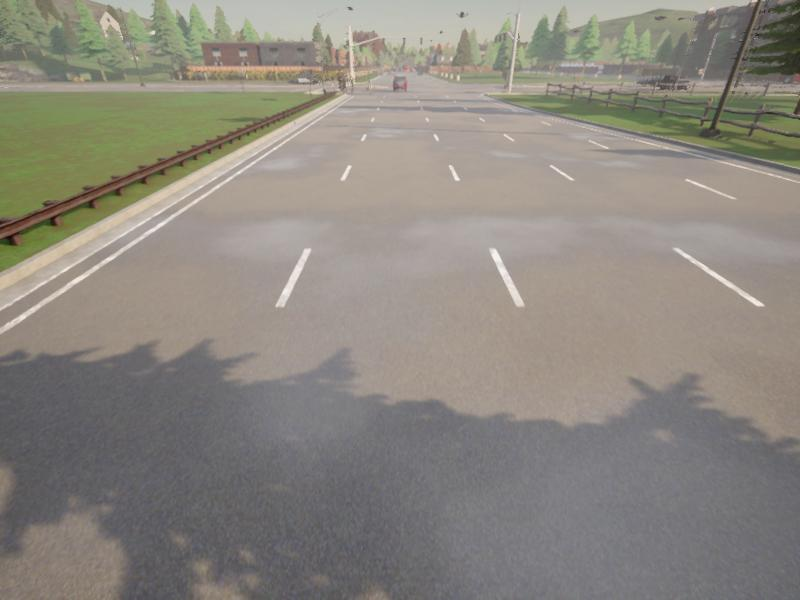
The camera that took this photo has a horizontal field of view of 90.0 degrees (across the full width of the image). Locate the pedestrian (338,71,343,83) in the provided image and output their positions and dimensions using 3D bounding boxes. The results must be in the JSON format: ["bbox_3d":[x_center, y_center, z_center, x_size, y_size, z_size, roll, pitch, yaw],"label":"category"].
[{"bbox_3d":[-11.182,-41.818,74.940,0.751,1.860,0.751,0,30,0],"label":"pedestrian"}]

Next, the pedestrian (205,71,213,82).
[{"bbox_3d":[-37.507,-43.990,78.690,0.751,1.860,0.751,1,30,1],"label":"pedestrian"}]

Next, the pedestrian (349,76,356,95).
[{"bbox_3d":[-5.552,-25.131,46.881,0.751,1.860,0.751,-2,30,-4],"label":"pedestrian"}]

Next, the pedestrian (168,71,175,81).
[{"bbox_3d":[-47.738,-46.818,83.503,0.751,1.860,0.751,-24,38,-35],"label":"pedestrian"}]

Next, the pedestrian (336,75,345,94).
[{"bbox_3d":[-6.797,-24.646,45.754,0.751,1.860,0.751,6,31,9],"label":"pedestrian"}]

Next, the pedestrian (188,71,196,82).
[{"bbox_3d":[-40.822,-43.898,78.533,0.751,1.860,0.751,1,30,2],"label":"pedestrian"}]

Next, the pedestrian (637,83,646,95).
[{"bbox_3d":[27.008,-23.604,44.741,0.500,1.100,0.500,2,30,3],"label":"pedestrian"}]

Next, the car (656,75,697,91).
[{"bbox_3d":[37.585,-29.566,54.488,3.866,1.878,1.905,0,30,1],"label":"car"}]

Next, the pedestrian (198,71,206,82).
[{"bbox_3d":[-38.880,-43.944,78.612,0.751,1.860,0.751,0,30,1],"label":"pedestrian"}]

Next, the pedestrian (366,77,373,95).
[{"bbox_3d":[-3.501,-24.581,45.947,0.751,1.860,0.751,0,30,-1],"label":"pedestrian"}]

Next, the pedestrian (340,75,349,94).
[{"bbox_3d":[-6.407,-24.935,46.246,0.751,1.860,0.751,-1,30,-1],"label":"pedestrian"}]

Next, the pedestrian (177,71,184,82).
[{"bbox_3d":[-43.474,-44.317,79.245,0.751,1.860,0.751,-26,39,-37],"label":"pedestrian"}]

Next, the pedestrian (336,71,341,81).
[{"bbox_3d":[-12.393,-45.139,80.656,0.751,1.860,0.751,-2,30,-4],"label":"pedestrian"}]

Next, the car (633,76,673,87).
[{"bbox_3d":[40.761,-35.214,64.471,4.892,1.490,1.837,0,30,1],"label":"car"}]

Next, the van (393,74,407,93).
[{"bbox_3d":[0.010,-28.129,51.912,1.775,1.987,4.442,0,30,0],"label":"van"}]

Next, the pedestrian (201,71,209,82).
[{"bbox_3d":[-38.242,-43.960,78.639,0.751,1.860,0.751,5,31,9],"label":"pedestrian"}]

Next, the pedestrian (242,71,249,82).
[{"bbox_3d":[-30.336,-43.978,78.673,0.751,1.860,0.751,0,30,-1],"label":"pedestrian"}]

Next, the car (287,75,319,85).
[{"bbox_3d":[-17.190,-39.111,71.002,4.974,1.542,2.038,0,30,1],"label":"car"}]
